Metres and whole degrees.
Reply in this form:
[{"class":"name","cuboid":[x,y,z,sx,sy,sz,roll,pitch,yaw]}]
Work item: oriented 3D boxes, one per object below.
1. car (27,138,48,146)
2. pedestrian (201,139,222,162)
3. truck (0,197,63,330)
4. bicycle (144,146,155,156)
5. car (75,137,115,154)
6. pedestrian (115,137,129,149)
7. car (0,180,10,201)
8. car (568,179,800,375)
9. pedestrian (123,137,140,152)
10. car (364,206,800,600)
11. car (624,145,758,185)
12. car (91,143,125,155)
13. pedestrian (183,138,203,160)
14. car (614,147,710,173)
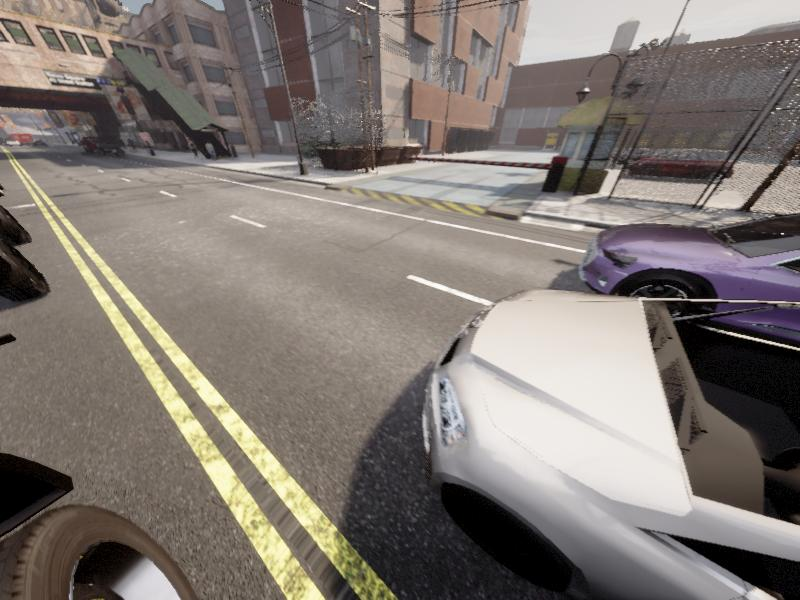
[{"class":"car","cuboid":[-86.894,-37.841,55.387,4.974,1.542,2.038,22,41,28]},{"class":"pedestrian","cuboid":[-18.015,-14.282,22.074,0.751,1.860,0.751,24,41,29]},{"class":"truck","cuboid":[-8.574,-1.196,3.703,6.274,2.098,2.390,22,41,28]},{"class":"bicycle","cuboid":[-31.198,-18.549,28.749,1.643,1.024,0.373,22,31,27]},{"class":"car","cuboid":[-47.619,-24.209,36.030,5.566,2.045,2.435,22,41,27]},{"class":"pedestrian","cuboid":[-50.071,-28.258,41.597,0.751,1.860,0.751,17,38,22]},{"class":"car","cuboid":[-19.023,-5.258,9.765,5.238,1.638,1.930,22,41,28]},{"class":"car","cuboid":[5.359,-0.240,2.886,4.856,1.649,2.033,23,41,28]},{"class":"pedestrian","cuboid":[-39.981,-23.124,34.410,0.751,1.860,0.751,22,41,28]},{"class":"car","cuboid":[2.381,0.987,1.081,4.611,1.667,2.242,22,41,28]},{"class":"car","cuboid":[17.451,-8.490,14.383,4.553,1.767,2.185,22,41,27]},{"class":"car","cuboid":[-41.531,-21.465,32.830,4.718,1.301,1.895,22,41,27]},{"class":"pedestrian","cuboid":[-21.782,-15.916,24.357,0.751,1.860,0.751,21,40,26]},{"class":"car","cuboid":[21.742,-11.983,19.594,5.008,1.535,2.097,22,41,27]}]
